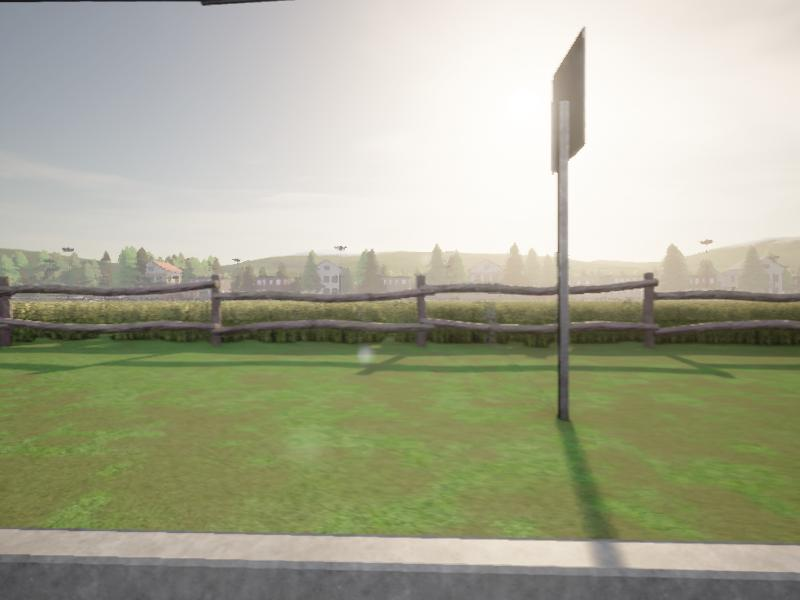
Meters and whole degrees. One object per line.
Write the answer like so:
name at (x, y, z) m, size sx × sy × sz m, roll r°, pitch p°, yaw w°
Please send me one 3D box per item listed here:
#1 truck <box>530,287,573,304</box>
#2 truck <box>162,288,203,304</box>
truck at (34.105, -0.946, 90.197) m, size 8.468 × 3.827 × 2.891 m, roll 0°, pitch 0°, yaw 2°
truck at (-52.802, -0.841, 97.268) m, size 8.468 × 3.827 × 2.891 m, roll 0°, pitch 0°, yaw 2°
